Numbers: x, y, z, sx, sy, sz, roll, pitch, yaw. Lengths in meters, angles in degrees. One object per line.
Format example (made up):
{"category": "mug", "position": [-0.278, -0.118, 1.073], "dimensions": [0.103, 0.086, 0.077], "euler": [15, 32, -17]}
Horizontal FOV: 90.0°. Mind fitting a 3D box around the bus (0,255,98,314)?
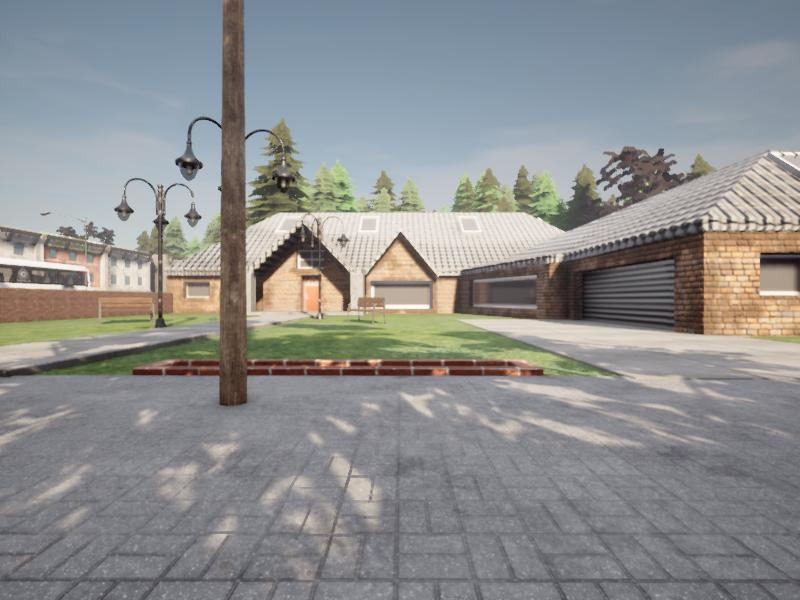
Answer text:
{"category": "bus", "position": [-30.990, -1.137, 33.272], "dimensions": [3.944, 4.253, 10.273], "euler": [0, 0, 0]}
